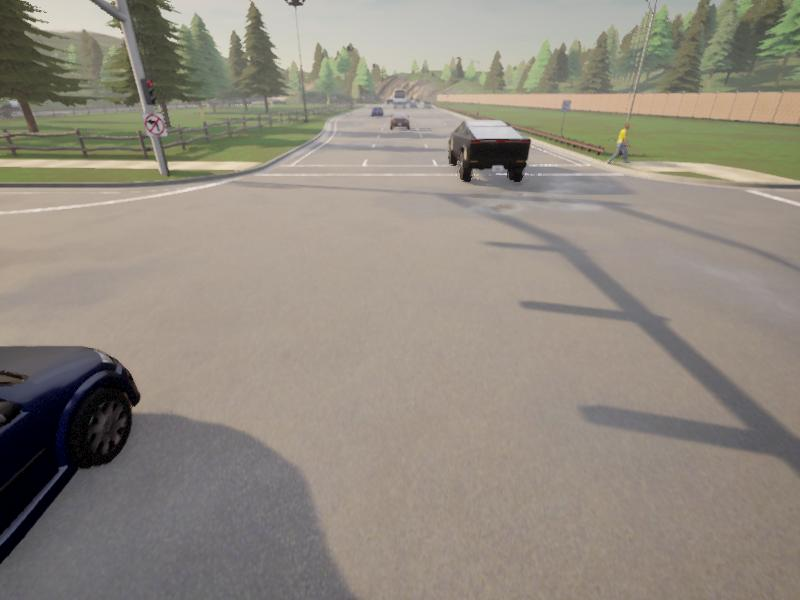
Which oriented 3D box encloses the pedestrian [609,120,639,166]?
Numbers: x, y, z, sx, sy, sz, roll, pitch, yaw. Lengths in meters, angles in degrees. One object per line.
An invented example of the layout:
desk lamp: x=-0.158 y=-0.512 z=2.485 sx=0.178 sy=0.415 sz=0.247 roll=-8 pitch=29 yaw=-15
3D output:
pedestrian: x=10.063 y=-7.089 z=18.041 sx=0.751 sy=1.860 sz=0.751 roll=11 pitch=29 yaw=20

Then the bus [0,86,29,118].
bus: x=-61.022 y=-28.750 z=58.097 sx=3.944 sy=4.253 sz=10.273 roll=0 pitch=27 yaw=0

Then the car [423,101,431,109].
car: x=6.974 y=-50.001 z=102.503 sx=1.851 sy=1.617 sz=3.988 roll=0 pitch=27 yaw=0

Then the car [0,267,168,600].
car: x=-3.498 y=1.327 z=2.296 sx=1.851 sy=1.617 sz=3.988 roll=0 pitch=27 yaw=0

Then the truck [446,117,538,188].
truck: x=3.495 y=-6.430 z=16.885 sx=2.390 sy=2.098 sz=6.274 roll=0 pitch=27 yaw=0

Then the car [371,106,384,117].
car: x=-3.520 y=-29.849 z=63.248 sx=1.816 sy=1.474 sz=4.193 roll=0 pitch=27 yaw=0

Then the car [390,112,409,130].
car: x=-0.010 y=-18.033 z=40.239 sx=1.812 sy=1.442 sz=4.674 roll=0 pitch=27 yaw=0
